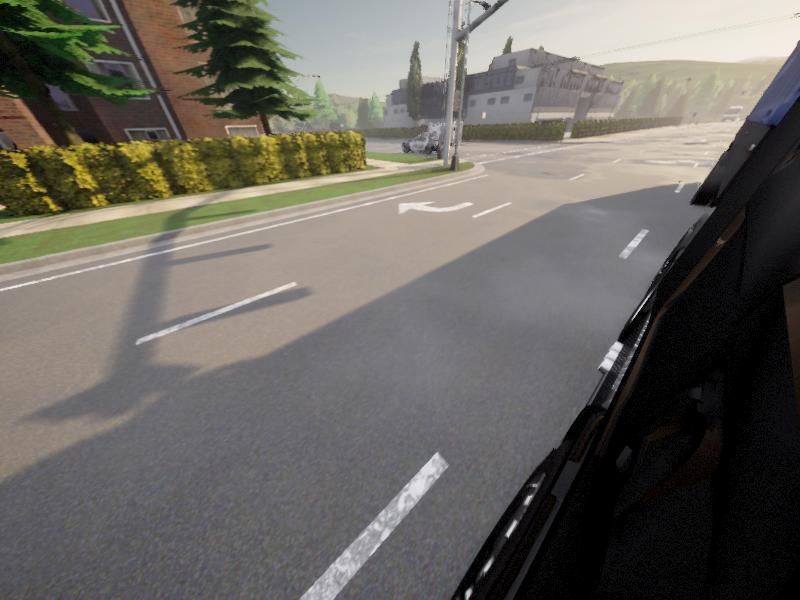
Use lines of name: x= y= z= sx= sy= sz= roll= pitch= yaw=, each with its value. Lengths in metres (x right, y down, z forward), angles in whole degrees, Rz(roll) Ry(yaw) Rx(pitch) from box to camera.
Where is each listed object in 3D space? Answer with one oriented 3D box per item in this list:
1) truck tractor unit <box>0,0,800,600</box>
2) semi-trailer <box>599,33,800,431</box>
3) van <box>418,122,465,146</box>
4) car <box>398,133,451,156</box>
truck tractor unit: x=2.645 y=-0.295 z=0.351 sx=6.516 sy=4.208 sz=3.053 roll=-28 pitch=44 yaw=-30
semi-trailer: x=8.651 y=-3.611 z=4.309 sx=14.254 sy=4.402 sz=2.717 roll=-28 pitch=44 yaw=-31
van: x=5.444 y=-22.646 z=31.465 sx=2.351 sy=2.431 sz=6.366 roll=-24 pitch=42 yaw=-27
car: x=2.177 y=-14.808 z=21.937 sx=2.038 sy=1.542 sz=4.974 roll=-27 pitch=43 yaw=-30
